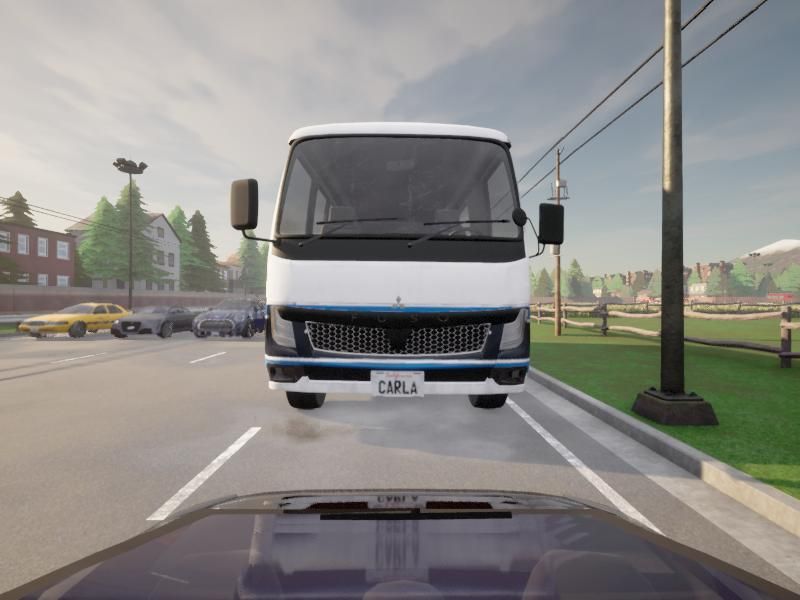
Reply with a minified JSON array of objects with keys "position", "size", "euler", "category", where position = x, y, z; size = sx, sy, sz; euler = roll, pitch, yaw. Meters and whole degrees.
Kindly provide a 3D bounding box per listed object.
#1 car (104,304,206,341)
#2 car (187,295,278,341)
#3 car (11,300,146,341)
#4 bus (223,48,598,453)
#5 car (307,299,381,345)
[{"position":[-10.606,0.907,17.735],"size":[1.994,1.385,4.181],"euler":[0,0,0],"category":"car"},{"position":[-7.104,0.694,17.600],"size":[2.097,1.767,4.553],"euler":[0,0,0],"category":"car"},{"position":[-14.108,0.805,18.100],"size":[1.801,1.575,5.366],"euler":[0,0,0],"category":"car"},{"position":[0.079,-0.545,9.389],"size":[3.944,4.253,10.273],"euler":[1,0,0],"category":"bus"},{"position":[-2.134,0.785,16.765],"size":[2.152,1.651,5.027],"euler":[0,0,3],"category":"car"}]
